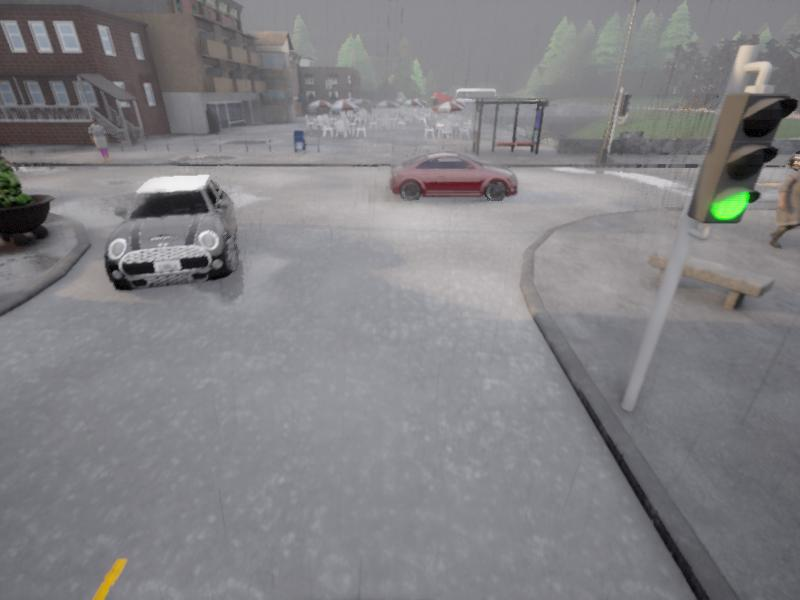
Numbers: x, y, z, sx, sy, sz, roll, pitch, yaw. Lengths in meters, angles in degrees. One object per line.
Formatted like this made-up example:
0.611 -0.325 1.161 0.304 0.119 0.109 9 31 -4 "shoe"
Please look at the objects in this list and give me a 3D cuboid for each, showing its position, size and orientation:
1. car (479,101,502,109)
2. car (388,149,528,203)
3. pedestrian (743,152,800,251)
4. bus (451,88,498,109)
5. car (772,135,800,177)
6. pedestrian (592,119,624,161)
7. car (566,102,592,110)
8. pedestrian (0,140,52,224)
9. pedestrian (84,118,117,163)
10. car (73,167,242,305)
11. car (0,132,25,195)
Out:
21.190 -45.551 93.480 4.856 1.649 2.033 0 27 0 "car"
1.718 -4.109 13.119 4.181 1.385 1.994 0 27 0 "car"
8.100 -2.018 8.248 0.751 1.860 0.751 0 27 -1 "pedestrian"
17.716 -48.494 96.326 10.273 4.253 3.944 0 27 0 "bus"
19.076 -5.927 16.582 4.902 1.511 2.128 1 27 1 "car"
10.187 -7.859 19.631 0.751 1.860 0.751 -1 27 -3 "pedestrian"
41.811 -45.380 93.583 5.027 1.651 2.152 0 27 0 "car"
-9.714 -2.949 9.992 0.751 1.860 0.751 8 28 15 "pedestrian"
-14.111 -7.528 18.871 0.751 1.860 0.751 -19 33 -32 "pedestrian"
-4.369 -1.543 7.982 1.970 1.475 3.806 -8 28 -16 "car"
-15.271 -4.369 12.970 3.866 1.878 1.905 0 27 0 "car"
